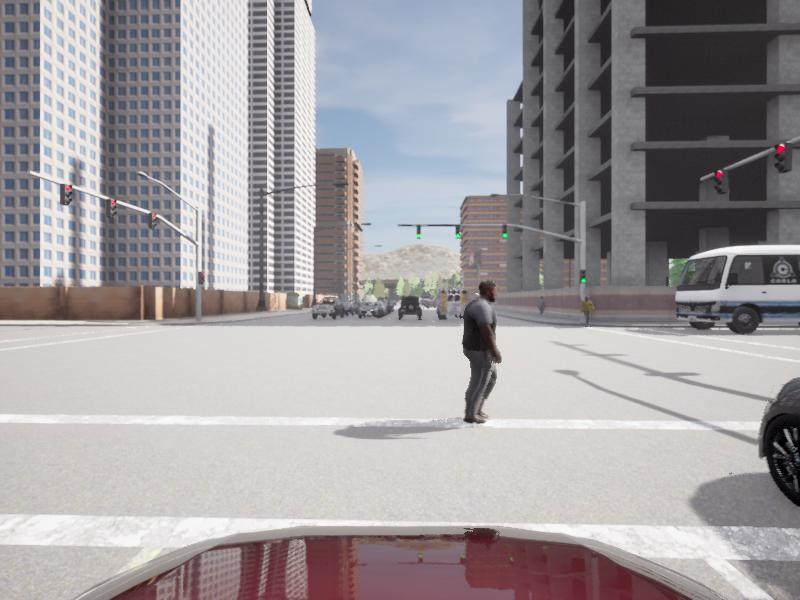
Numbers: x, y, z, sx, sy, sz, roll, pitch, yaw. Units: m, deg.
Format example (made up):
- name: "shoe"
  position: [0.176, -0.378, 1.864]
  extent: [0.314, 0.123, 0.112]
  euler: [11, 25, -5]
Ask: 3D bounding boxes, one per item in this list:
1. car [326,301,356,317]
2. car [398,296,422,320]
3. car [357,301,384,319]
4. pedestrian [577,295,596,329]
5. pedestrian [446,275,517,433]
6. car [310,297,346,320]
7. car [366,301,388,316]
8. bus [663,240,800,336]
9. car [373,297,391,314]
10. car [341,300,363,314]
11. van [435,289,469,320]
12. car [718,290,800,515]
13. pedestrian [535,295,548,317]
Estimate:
- name: "car"
  position: [-5.874, 0.847, 40.620]
  extent: [2.163, 1.488, 4.792]
  euler: [0, 0, 2]
- name: "car"
  position: [0.868, 0.642, 33.979]
  extent: [1.905, 1.878, 3.866]
  euler: [0, 0, 2]
- name: "car"
  position: [-2.573, 0.849, 35.670]
  extent: [1.970, 1.475, 3.806]
  euler: [0, 0, 3]
- name: "pedestrian"
  position: [10.228, 0.635, 21.978]
  extent: [0.751, 1.860, 0.751]
  euler: [0, 0, 10]
- name: "pedestrian"
  position: [1.001, 0.637, 5.074]
  extent: [0.751, 1.860, 0.751]
  euler: [0, 0, 1]
- name: "car"
  position: [-6.099, 0.648, 34.472]
  extent: [1.932, 1.855, 4.605]
  euler: [0, 0, 4]
- name: "car"
  position: [-2.341, 0.865, 41.378]
  extent: [1.812, 1.442, 4.674]
  euler: [0, 0, 2]
- name: "bus"
  position: [19.492, -0.536, 19.758]
  extent: [10.273, 4.253, 3.944]
  euler: [0, 0, 2]
- name: "car"
  position: [-2.080, 0.641, 47.450]
  extent: [1.905, 1.878, 3.866]
  euler: [0, 0, 2]
- name: "car"
  position: [-5.603, 0.783, 47.063]
  extent: [1.851, 1.617, 3.988]
  euler: [0, 0, 2]
- name: "van"
  position: [4.405, 0.374, 34.879]
  extent: [2.351, 2.431, 6.366]
  euler: [0, 0, 2]
- name: "car"
  position: [3.922, 0.754, 1.436]
  extent: [2.242, 1.667, 4.611]
  euler: [0, 0, 6]
- name: "pedestrian"
  position: [11.955, 0.483, 33.886]
  extent: [0.751, 1.860, 0.751]
  euler: [0, 0, -9]
